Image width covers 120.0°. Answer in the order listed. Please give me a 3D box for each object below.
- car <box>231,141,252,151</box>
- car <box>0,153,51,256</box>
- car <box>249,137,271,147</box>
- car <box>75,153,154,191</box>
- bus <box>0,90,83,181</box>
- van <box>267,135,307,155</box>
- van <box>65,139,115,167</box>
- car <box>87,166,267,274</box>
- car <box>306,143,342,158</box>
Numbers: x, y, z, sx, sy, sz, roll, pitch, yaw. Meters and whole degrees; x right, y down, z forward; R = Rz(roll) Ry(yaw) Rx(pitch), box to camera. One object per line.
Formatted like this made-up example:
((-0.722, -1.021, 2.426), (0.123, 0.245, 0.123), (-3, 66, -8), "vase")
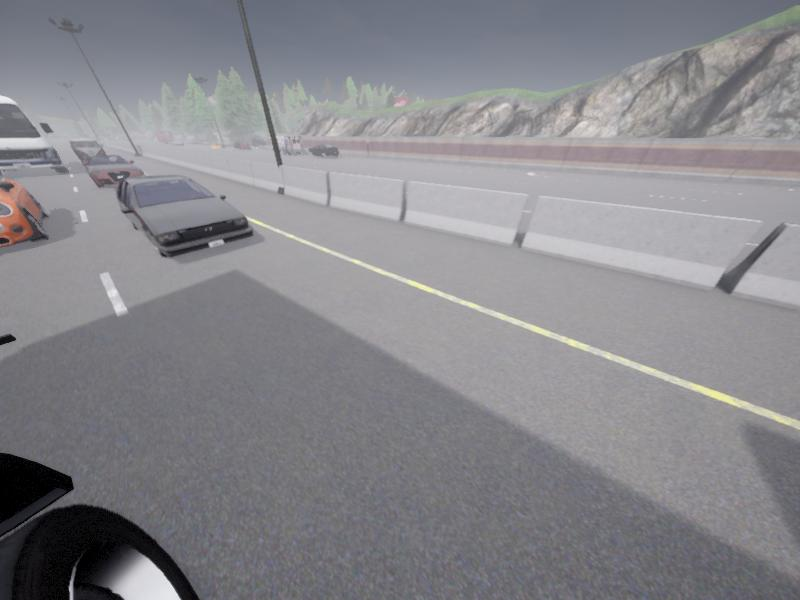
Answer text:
((-31.278, -30.493, 45.580), (3.705, 1.549, 1.789), (26, 42, 31), "car")
((-10.951, -2.395, 5.636), (4.553, 1.767, 2.097), (26, 42, 31), "car")
((-34.036, -38.458, 56.286), (1.905, 1.878, 3.866), (23, 43, 29), "car")
((-15.728, -7.143, 12.705), (4.181, 1.385, 1.994), (26, 42, 31), "car")
((-26.749, -11.233, 15.885), (10.273, 4.253, 3.944), (25, 42, 31), "bus")
((-17.637, -24.228, 36.076), (6.366, 2.431, 2.351), (26, 42, 31), "van")
((-28.075, -13.390, 20.907), (4.442, 1.987, 1.775), (26, 42, 31), "van")
((-6.143, -2.539, 6.250), (5.357, 1.411, 2.033), (25, 42, 30), "car")
((-10.363, -20.332, 31.395), (5.008, 1.535, 1.882), (26, 42, 31), "car")
